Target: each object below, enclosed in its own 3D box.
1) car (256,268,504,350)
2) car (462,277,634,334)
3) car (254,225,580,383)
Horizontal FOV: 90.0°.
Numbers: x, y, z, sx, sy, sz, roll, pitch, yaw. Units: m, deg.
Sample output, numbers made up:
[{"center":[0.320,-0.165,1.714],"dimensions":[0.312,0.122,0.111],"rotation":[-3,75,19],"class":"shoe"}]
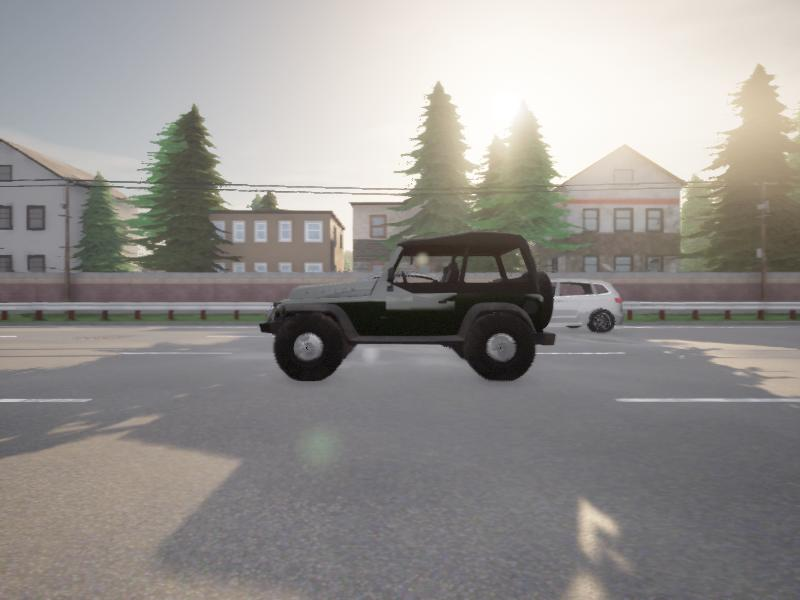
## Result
[{"center":[-0.407,0.180,9.199],"dimensions":[5.027,1.651,2.152],"rotation":[0,0,0],"class":"car"},{"center":[4.459,0.155,12.701],"dimensions":[4.611,1.667,2.242],"rotation":[0,0,0],"class":"car"},{"center":[0.199,0.046,5.701],"dimensions":[3.866,1.878,1.905],"rotation":[0,0,0],"class":"car"}]
